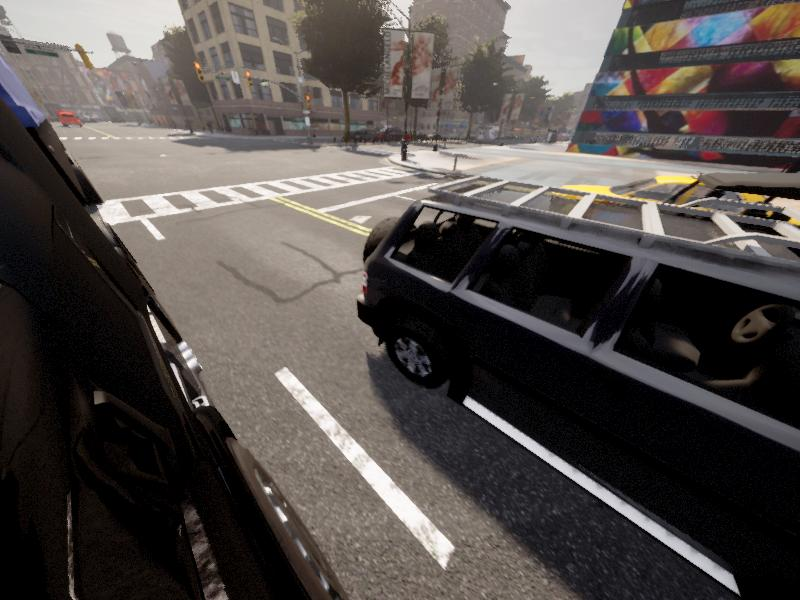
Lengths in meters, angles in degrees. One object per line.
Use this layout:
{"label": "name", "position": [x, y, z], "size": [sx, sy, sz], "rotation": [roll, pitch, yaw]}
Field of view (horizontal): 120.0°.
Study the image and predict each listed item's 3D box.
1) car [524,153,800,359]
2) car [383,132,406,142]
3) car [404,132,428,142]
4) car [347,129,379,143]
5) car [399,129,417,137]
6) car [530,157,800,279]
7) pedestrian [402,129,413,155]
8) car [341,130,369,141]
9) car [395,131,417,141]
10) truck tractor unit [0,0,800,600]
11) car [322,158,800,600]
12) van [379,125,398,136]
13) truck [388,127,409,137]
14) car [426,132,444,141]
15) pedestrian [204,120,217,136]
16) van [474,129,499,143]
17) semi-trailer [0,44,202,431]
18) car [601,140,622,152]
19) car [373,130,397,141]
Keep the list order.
{"label": "car", "position": [4.572, -1.003, 3.654], "size": [3.866, 1.878, 1.905], "rotation": [27, 43, 29]}
{"label": "car", "position": [-0.978, -29.408, 41.700], "size": [1.994, 1.385, 4.181], "rotation": [28, 44, 30]}
{"label": "car", "position": [3.293, -32.416, 45.841], "size": [2.128, 1.511, 4.902], "rotation": [28, 44, 30]}
{"label": "car", "position": [-5.831, -26.165, 36.842], "size": [2.242, 1.667, 4.611], "rotation": [28, 44, 30]}
{"label": "car", "position": [2.370, -50.724, 70.181], "size": [5.366, 1.575, 1.801], "rotation": [27, 43, 28]}
{"label": "car", "position": [6.733, -2.459, 5.981], "size": [5.366, 1.575, 1.801], "rotation": [28, 44, 30]}
{"label": "pedestrian", "position": [0.648, -14.333, 20.959], "size": [0.751, 1.860, 0.751], "rotation": [-9, 38, -15]}
{"label": "car", "position": [-7.629, -28.074, 39.475], "size": [1.812, 1.442, 4.674], "rotation": [28, 44, 30]}
{"label": "car", "position": [1.324, -34.350, 48.325], "size": [1.837, 1.490, 4.892], "rotation": [27, 43, 29]}
{"label": "truck tractor unit", "position": [-2.645, -0.295, 0.352], "size": [6.516, 4.208, 3.053], "rotation": [28, 44, 30]}
{"label": "car", "position": [1.738, 0.252, 1.825], "size": [4.605, 1.855, 1.932], "rotation": [28, 44, 30]}
{"label": "van", "position": [-3.702, -54.210, 73.684], "size": [5.915, 2.561, 1.988], "rotation": [27, 43, 29]}
{"label": "truck", "position": [-0.503, -49.648, 68.142], "size": [6.274, 2.098, 2.390], "rotation": [27, 43, 29]}
{"label": "car", "position": [7.545, -35.395, 49.981], "size": [1.851, 1.617, 3.988], "rotation": [28, 44, 30]}
{"label": "pedestrian", "position": [-28.288, -25.681, 34.458], "size": [0.751, 1.860, 0.751], "rotation": [-29, 47, -35]}
{"label": "van", "position": [19.275, -36.335, 51.221], "size": [2.351, 2.431, 6.366], "rotation": [28, 44, 30]}
{"label": "semi-trailer", "position": [-8.700, -3.592, 4.242], "size": [14.254, 4.402, 2.717], "rotation": [28, 44, 30]}
{"label": "car", "position": [36.632, -26.693, 39.972], "size": [2.161, 1.482, 4.786], "rotation": [28, 44, 30]}
{"label": "car", "position": [-2.842, -31.455, 44.194], "size": [2.007, 1.525, 4.514], "rotation": [28, 44, 30]}
